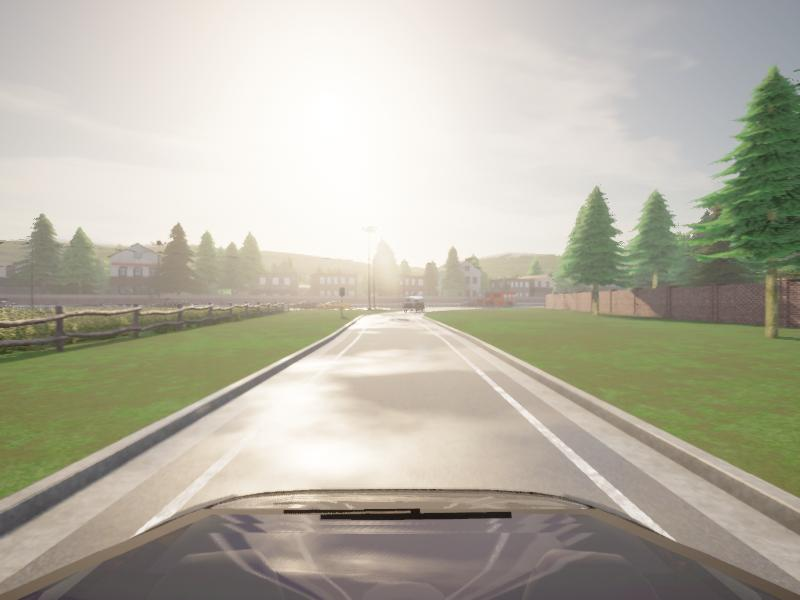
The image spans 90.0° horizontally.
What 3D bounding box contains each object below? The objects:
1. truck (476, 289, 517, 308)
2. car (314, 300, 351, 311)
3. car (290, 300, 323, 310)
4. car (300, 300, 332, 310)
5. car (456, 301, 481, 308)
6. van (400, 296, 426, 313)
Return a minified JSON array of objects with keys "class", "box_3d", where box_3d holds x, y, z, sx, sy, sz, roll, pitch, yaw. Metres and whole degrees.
[{"class":"truck","box_3d":[20.450,-0.302,84.891,8.468,3.827,2.891,0,0,-25]},{"class":"car","box_3d":[-10.532,0.819,62.699,5.366,1.575,1.801,0,0,-25]},{"class":"car","box_3d":[-15.103,0.841,64.706,5.008,1.535,1.882,0,0,-18]},{"class":"car","box_3d":[-14.458,0.842,68.836,5.008,1.535,1.882,0,0,-25]},{"class":"car","box_3d":[14.820,0.893,86.119,4.902,1.511,2.128,0,0,-25]},{"class":"van","box_3d":[1.748,0.583,50.543,2.069,2.038,4.480,0,0,19]}]
